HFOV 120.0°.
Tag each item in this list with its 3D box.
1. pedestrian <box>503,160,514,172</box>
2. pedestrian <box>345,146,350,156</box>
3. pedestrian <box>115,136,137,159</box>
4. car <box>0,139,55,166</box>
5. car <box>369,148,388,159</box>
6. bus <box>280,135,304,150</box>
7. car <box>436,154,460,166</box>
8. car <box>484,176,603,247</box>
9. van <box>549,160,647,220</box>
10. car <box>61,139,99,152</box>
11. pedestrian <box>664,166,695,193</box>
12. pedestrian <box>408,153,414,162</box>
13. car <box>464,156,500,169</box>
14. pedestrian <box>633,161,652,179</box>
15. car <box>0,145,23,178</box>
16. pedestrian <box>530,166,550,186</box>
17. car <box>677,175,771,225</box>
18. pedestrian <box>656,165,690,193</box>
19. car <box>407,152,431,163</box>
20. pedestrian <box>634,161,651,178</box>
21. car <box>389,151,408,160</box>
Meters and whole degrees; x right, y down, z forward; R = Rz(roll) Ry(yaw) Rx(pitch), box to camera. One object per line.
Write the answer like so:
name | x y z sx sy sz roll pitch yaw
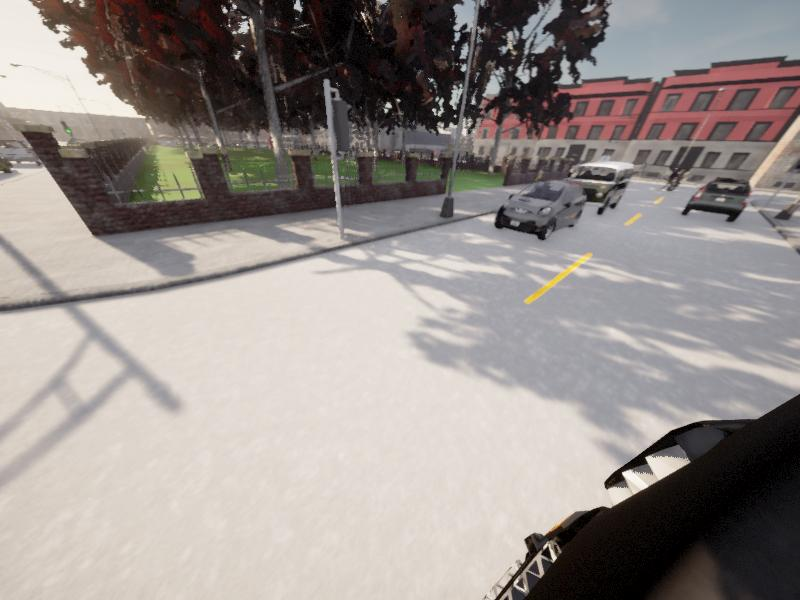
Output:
pedestrian | 13.898 -17.186 29.617 0.751 1.300 0.751 6 34 5
pedestrian | -12.089 -34.433 53.370 0.751 1.860 0.751 -24 42 -34
pedestrian | -28.323 -15.741 23.872 0.751 1.860 0.751 -24 42 -34
car | -28.239 -11.024 17.264 1.845 1.501 3.633 -25 42 -35
car | -4.962 -33.598 52.837 1.932 1.855 4.605 -24 42 -34
bus | -39.771 -57.981 85.096 3.944 4.253 10.273 -24 41 -34
car | 8.373 -24.531 40.352 1.789 1.549 3.705 -24 42 -34
car | 4.790 -3.149 7.711 3.633 1.501 1.845 -24 42 -34
van | 9.494 -5.442 11.061 4.480 2.038 2.069 -24 42 -34
car | -44.674 -21.695 32.395 1.994 1.385 4.181 -21 40 -32
pedestrian | 22.600 -9.787 18.711 0.751 1.860 0.751 -17 38 -27
pedestrian | 1.879 -24.835 40.341 0.751 1.300 0.751 -24 42 -35
car | 12.775 -21.557 36.216 1.837 1.490 4.892 -25 42 -35
pedestrian | 30.351 -16.285 28.929 0.751 1.860 0.751 21 38 26
car | -22.516 -7.083 11.826 2.033 1.411 5.357 -24 42 -35
pedestrian | 10.976 -9.741 18.124 0.751 1.300 0.751 -24 42 -34
car | 15.406 -4.977 11.176 3.988 1.617 1.851 -24 42 -34
pedestrian | 21.296 -9.429 18.076 0.751 1.860 0.751 -10 35 -18
car | 3.668 -27.669 44.794 2.007 1.525 4.514 -24 42 -34
pedestrian | 31.518 -16.945 30.013 0.751 1.860 0.751 28 41 33
car | -0.406 -30.374 48.644 1.970 1.475 3.806 -24 42 -34
